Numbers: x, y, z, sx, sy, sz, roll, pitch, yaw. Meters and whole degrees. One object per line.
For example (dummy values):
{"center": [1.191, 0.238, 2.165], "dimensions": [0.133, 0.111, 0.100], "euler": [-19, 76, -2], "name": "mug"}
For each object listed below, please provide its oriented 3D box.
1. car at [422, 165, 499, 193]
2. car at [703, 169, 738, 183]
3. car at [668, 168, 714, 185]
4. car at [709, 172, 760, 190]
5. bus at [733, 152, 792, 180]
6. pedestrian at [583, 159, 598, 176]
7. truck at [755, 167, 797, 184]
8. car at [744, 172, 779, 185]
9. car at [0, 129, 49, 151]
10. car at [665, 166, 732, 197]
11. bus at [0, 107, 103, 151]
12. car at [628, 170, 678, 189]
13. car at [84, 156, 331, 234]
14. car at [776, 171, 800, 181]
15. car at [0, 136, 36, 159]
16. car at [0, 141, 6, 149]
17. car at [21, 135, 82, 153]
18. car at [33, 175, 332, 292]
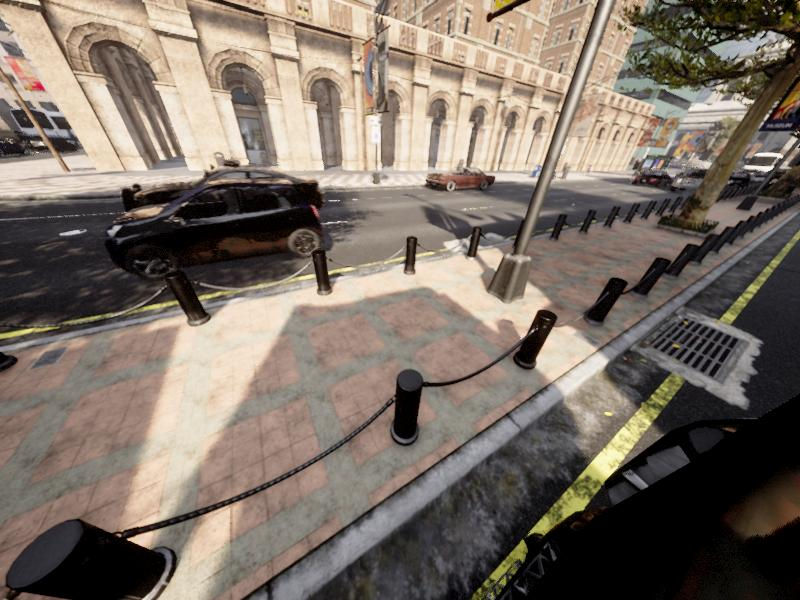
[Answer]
{"center": [4.027, -8.070, 15.313], "dimensions": [4.718, 1.301, 1.895], "euler": [-16, 38, -26], "name": "car"}
{"center": [47.601, -18.467, 34.330], "dimensions": [4.892, 1.490, 1.837], "euler": [-16, 38, -26], "name": "car"}
{"center": [35.309, -15.038, 28.047], "dimensions": [4.856, 1.649, 2.033], "euler": [-16, 38, -26], "name": "car"}
{"center": [36.928, -13.218, 25.530], "dimensions": [4.902, 1.511, 2.128], "euler": [-16, 38, -26], "name": "car"}
{"center": [72.008, -26.449, 45.869], "dimensions": [10.273, 4.253, 3.944], "euler": [-14, 37, -27], "name": "bus"}
{"center": [24.355, -16.985, 29.586], "dimensions": [0.751, 1.860, 0.751], "euler": [26, 40, 30], "name": "pedestrian"}
{"center": [62.314, -20.682, 38.304], "dimensions": [6.274, 2.098, 2.390], "euler": [-16, 38, -26], "name": "truck"}
{"center": [51.234, -17.263, 32.772], "dimensions": [3.633, 1.501, 1.845], "euler": [-15, 38, -26], "name": "car"}
{"center": [-43.369, -18.207, 26.320], "dimensions": [1.905, 1.878, 3.866], "euler": [-16, 38, -26], "name": "car"}
{"center": [24.916, -9.962, 19.307], "dimensions": [4.605, 1.855, 1.932], "euler": [-17, 39, -25], "name": "car"}
{"center": [-48.435, -24.156, 32.792], "dimensions": [3.944, 4.253, 10.273], "euler": [-16, 39, -26], "name": "bus"}
{"center": [25.113, -12.034, 22.929], "dimensions": [4.181, 1.385, 1.994], "euler": [-16, 38, -26], "name": "car"}
{"center": [-5.170, -3.487, 7.347], "dimensions": [5.238, 1.638, 1.930], "euler": [-15, 38, -26], "name": "car"}
{"center": [79.938, -25.496, 47.457], "dimensions": [5.366, 1.575, 1.801], "euler": [-16, 38, -26], "name": "car"}
{"center": [-34.187, -12.838, 19.310], "dimensions": [2.163, 1.488, 4.792], "euler": [-16, 38, -26], "name": "car"}
{"center": [-46.278, -17.138, 24.673], "dimensions": [2.242, 1.667, 4.611], "euler": [-16, 38, -26], "name": "car"}
{"center": [-38.889, -17.515, 25.962], "dimensions": [2.007, 1.525, 4.514], "euler": [-16, 38, -26], "name": "car"}
{"center": [-3.577, -1.647, 4.795], "dimensions": [3.633, 1.501, 1.845], "euler": [-15, 38, -26], "name": "car"}
